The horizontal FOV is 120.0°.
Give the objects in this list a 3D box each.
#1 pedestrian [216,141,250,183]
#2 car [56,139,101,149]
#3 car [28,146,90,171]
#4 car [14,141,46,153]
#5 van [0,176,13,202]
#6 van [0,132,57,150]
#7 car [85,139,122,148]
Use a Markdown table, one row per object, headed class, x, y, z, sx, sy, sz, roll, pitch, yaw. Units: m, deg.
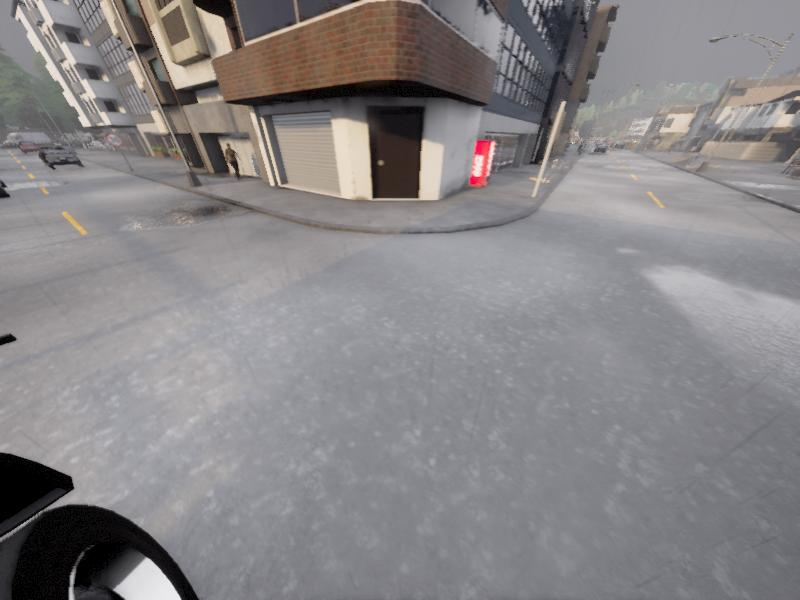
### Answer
| class | x | y | z | sx | sy | sz | roll | pitch | yaw |
| --- | --- | --- | --- | --- | --- | --- | --- | --- | --- |
| pedestrian | -9.039 | -7.488 | 12.565 | 0.751 | 1.860 | 0.751 | -29 | 45 | -35 |
| car | -64.340 | -31.372 | 46.378 | 1.837 | 1.490 | 4.892 | 11 | 37 | 17 |
| car | -28.245 | -11.797 | 19.109 | 5.357 | 1.411 | 2.033 | 22 | 41 | 28 |
| car | -55.456 | -22.914 | 34.595 | 4.181 | 1.385 | 1.994 | 22 | 41 | 28 |
| van | -19.148 | -5.724 | 9.610 | 5.915 | 2.561 | 1.988 | 22 | 41 | 28 |
| van | -69.304 | -29.489 | 42.752 | 1.988 | 2.561 | 5.915 | 2 | 35 | 5 |
| car | -65.611 | -34.727 | 51.156 | 1.812 | 1.442 | 4.674 | 21 | 40 | 27 |
